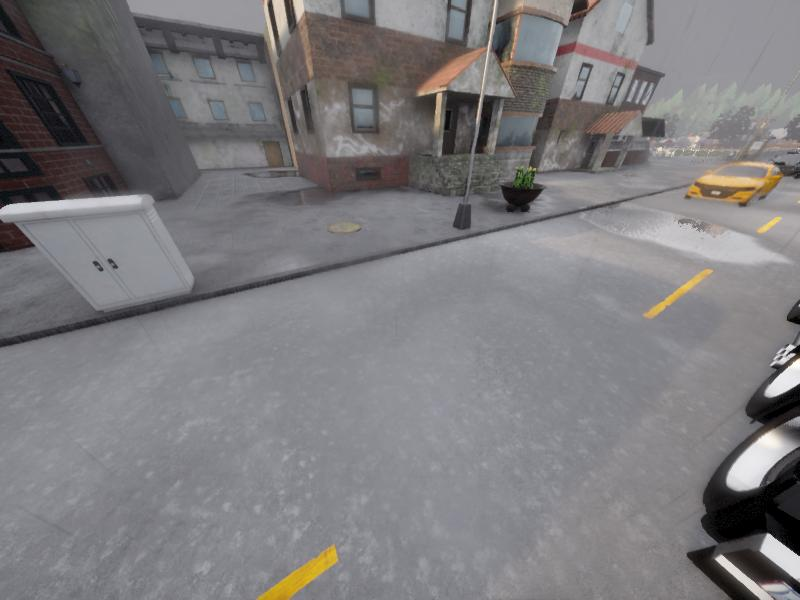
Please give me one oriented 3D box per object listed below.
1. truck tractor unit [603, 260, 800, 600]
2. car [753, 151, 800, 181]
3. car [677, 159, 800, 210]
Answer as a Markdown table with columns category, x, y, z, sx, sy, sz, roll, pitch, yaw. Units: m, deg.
| category | x | y | z | sx | sy | sz | roll | pitch | yaw |
| --- | --- | --- | --- | --- | --- | --- | --- | --- | --- |
| truck tractor unit | 5.104 | -0.308 | 0.792 | 6.516 | 4.208 | 3.053 | -19 | 39 | -24 |
| car | 29.335 | -10.171 | 17.390 | 5.238 | 1.638 | 1.930 | -19 | 39 | -26 |
| car | 15.329 | -5.366 | 10.474 | 5.008 | 1.535 | 1.882 | -17 | 39 | -24 |
